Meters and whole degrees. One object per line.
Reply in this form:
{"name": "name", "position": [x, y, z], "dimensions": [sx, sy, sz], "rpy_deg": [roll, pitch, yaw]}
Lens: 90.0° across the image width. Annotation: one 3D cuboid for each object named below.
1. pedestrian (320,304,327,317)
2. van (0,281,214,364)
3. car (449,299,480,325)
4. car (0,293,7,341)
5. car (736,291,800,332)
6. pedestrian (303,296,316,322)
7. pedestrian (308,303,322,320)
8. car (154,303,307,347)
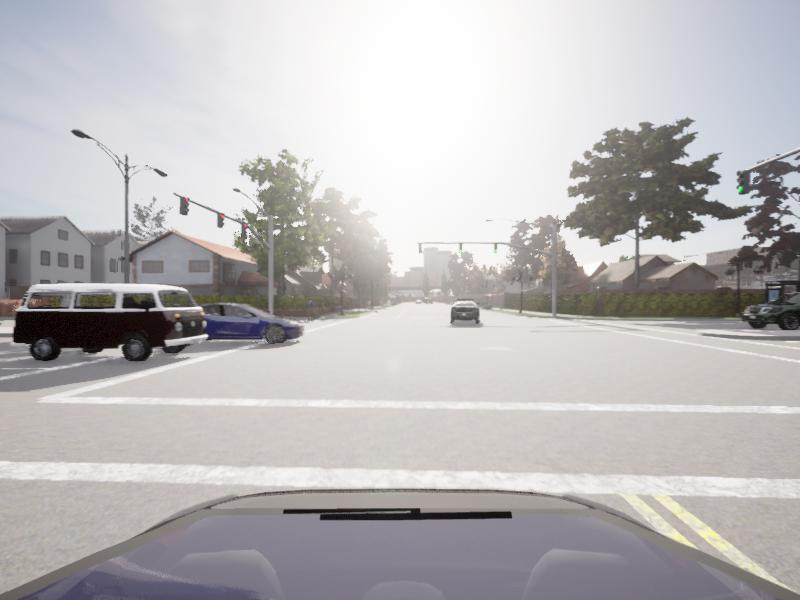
{"name": "pedestrian", "position": [-6.626, 0.867, 34.596], "dimensions": [0.500, 1.100, 0.500], "rpy_deg": [0, 0, -6]}
{"name": "van", "position": [-7.803, 0.575, 10.936], "dimensions": [4.480, 2.038, 2.069], "rpy_deg": [0, 0, 3]}
{"name": "car", "position": [4.606, 0.762, 28.456], "dimensions": [1.930, 1.638, 5.238], "rpy_deg": [0, 0, 10]}
{"name": "car", "position": [-17.509, 0.646, 14.926], "dimensions": [3.866, 1.878, 1.905], "rpy_deg": [1, 0, 3]}
{"name": "car", "position": [21.386, 0.554, 20.984], "dimensions": [5.566, 2.045, 2.150], "rpy_deg": [0, 0, 3]}
{"name": "pedestrian", "position": [-6.477, 0.633, 28.613], "dimensions": [0.751, 1.860, 0.751], "rpy_deg": [0, 0, 5]}
{"name": "pedestrian", "position": [-6.578, 0.913, 31.098], "dimensions": [0.751, 1.300, 0.751], "rpy_deg": [0, 0, 23]}
{"name": "car", "position": [-6.038, 0.850, 14.818], "dimensions": [4.792, 1.488, 2.163], "rpy_deg": [0, 0, -5]}
